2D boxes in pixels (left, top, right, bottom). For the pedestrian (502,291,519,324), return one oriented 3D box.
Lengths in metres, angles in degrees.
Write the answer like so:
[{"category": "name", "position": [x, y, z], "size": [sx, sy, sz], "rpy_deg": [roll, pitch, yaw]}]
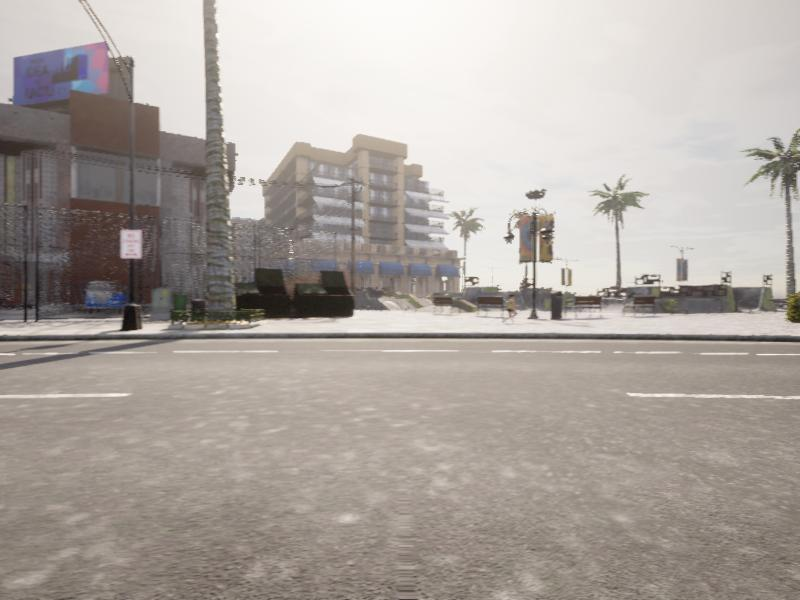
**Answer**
[{"category": "pedestrian", "position": [3.843, 0.256, 13.983], "size": [0.500, 1.100, 0.500], "rpy_deg": [0, 0, 7]}]
